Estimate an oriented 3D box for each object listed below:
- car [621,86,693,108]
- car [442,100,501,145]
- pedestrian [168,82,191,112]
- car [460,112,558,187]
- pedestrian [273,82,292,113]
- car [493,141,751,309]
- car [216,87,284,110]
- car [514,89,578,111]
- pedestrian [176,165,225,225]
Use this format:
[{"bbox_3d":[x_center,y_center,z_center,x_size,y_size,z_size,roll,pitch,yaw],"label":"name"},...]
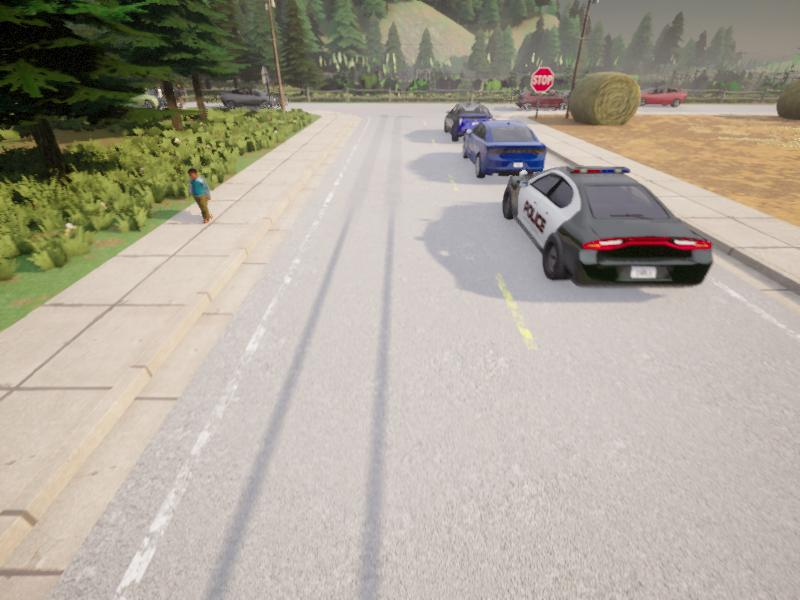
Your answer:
[{"bbox_3d":[21.664,-17.220,33.908,4.514,1.525,2.007,1,30,2],"label":"car"},{"bbox_3d":[3.307,-8.706,19.397,2.007,1.525,4.514,0,30,0],"label":"car"},{"bbox_3d":[-15.618,-14.392,28.369,0.751,1.860,0.751,2,30,3],"label":"pedestrian"},{"bbox_3d":[3.347,-5.216,13.414,1.882,1.535,5.008,0,30,0],"label":"car"},{"bbox_3d":[-8.139,-14.048,27.783,0.751,1.860,0.751,7,31,12],"label":"pedestrian"},{"bbox_3d":[3.378,-1.790,7.556,2.038,1.542,4.974,0,30,0],"label":"car"},{"bbox_3d":[-11.932,-16.187,32.124,4.514,1.525,2.007,1,30,2],"label":"car"},{"bbox_3d":[11.287,-15.658,31.282,4.193,1.474,1.816,1,30,2],"label":"car"},{"bbox_3d":[-4.092,-2.169,8.277,0.500,1.100,0.500,3,30,6],"label":"pedestrian"}]
